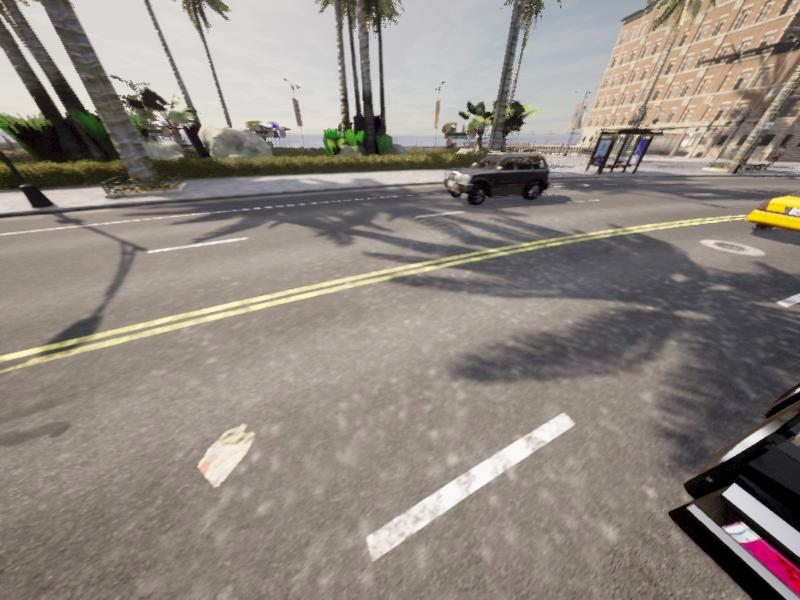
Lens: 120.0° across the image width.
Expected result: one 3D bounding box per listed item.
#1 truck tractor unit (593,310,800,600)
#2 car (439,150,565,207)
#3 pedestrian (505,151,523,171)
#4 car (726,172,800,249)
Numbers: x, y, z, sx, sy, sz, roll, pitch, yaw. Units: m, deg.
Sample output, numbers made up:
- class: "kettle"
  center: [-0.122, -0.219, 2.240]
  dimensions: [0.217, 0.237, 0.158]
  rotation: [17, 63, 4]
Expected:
- class: "truck tractor unit"
  center: [5.220, -0.174, 0.607]
  dimensions: [6.516, 4.208, 3.053]
  rotation: [-13, 37, -19]
- class: "car"
  center: [4.305, -5.437, 10.146]
  dimensions: [4.605, 1.855, 1.932]
  rotation: [-11, 36, -16]
- class: "pedestrian"
  center: [9.291, -11.347, 18.831]
  dimensions: [0.751, 1.300, 0.751]
  rotation: [-5, 35, -7]
- class: "car"
  center: [12.898, -2.617, 6.497]
  dimensions: [5.366, 1.575, 1.801]
  rotation: [-8, 36, -11]
